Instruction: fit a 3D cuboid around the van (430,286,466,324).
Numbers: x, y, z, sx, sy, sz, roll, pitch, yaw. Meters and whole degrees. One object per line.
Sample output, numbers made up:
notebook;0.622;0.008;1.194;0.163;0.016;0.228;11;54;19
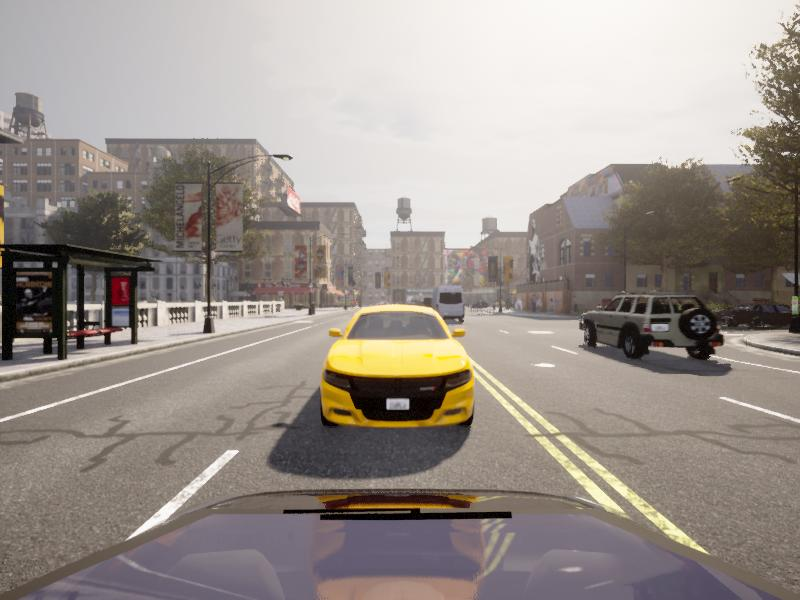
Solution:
van;3.450;0.322;30.082;1.988;2.561;5.915;0;0;0

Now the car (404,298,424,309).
car;2.613;0.654;73.797;1.932;1.855;4.605;0;0;27

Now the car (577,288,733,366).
car;7.110;0.652;11.873;1.932;1.855;4.605;-1;0;4

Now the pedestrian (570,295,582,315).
pedestrian;16.341;0.485;37.194;0.751;1.860;0.751;0;0;-35

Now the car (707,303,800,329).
car;21.161;0.895;23.088;5.357;1.411;2.033;0;0;0

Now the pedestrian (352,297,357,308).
pedestrian;-7.569;0.485;67.107;0.751;1.860;0.751;0;0;2

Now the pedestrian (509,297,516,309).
pedestrian;17.487;0.485;62.080;0.751;1.860;0.751;0;0;-42

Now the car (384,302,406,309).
car;-0.871;0.939;73.950;1.895;1.301;4.718;0;0;30

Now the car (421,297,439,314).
car;3.462;0.646;46.400;1.905;1.878;3.866;0;0;1

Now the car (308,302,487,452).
car;-0.052;0.823;6.707;1.882;1.535;5.008;0;0;-1

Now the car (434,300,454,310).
car;7.440;0.780;67.194;2.152;1.651;5.027;0;0;22
